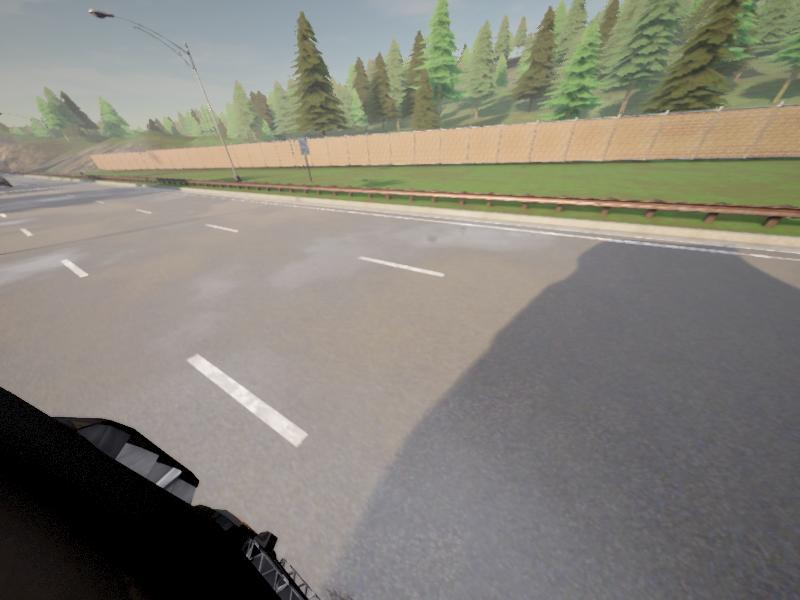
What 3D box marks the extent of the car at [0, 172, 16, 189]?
[{"bbox_3d":[-47.216,-13.804,26.698,4.902,1.511,2.128,16,38,26],"label":"car"}]
